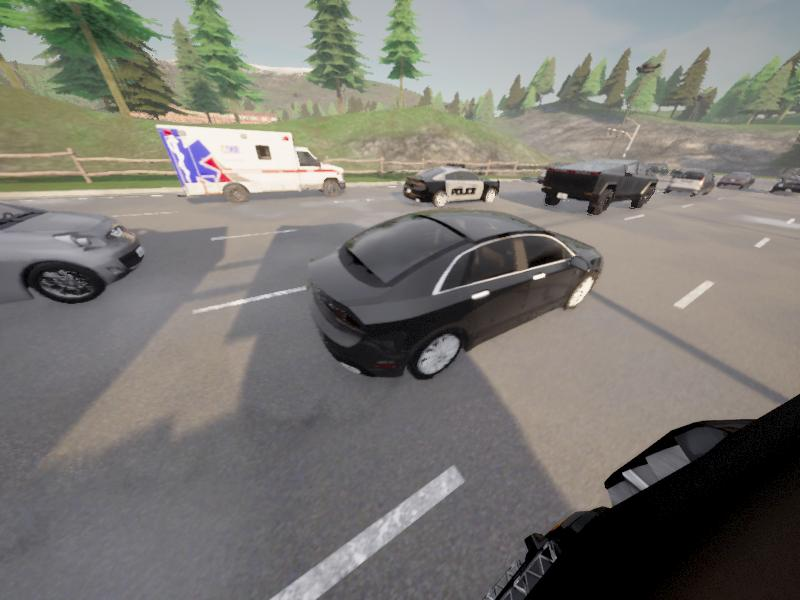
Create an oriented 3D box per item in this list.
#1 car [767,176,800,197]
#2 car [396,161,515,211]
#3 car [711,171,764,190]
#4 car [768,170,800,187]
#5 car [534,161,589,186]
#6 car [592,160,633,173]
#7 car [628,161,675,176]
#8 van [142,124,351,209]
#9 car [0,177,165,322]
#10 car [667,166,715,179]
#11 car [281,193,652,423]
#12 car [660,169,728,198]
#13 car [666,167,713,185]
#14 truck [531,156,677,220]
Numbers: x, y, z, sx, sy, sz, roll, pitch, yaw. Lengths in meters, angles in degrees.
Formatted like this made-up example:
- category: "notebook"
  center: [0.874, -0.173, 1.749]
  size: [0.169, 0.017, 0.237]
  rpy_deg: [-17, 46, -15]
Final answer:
- category: "car"
  center: [35.806, -10.335, 20.940]
  size: [4.718, 1.301, 1.895]
  rpy_deg: [-16, 38, -26]
- category: "car"
  center: [2.613, -5.474, 10.878]
  size: [5.238, 1.638, 1.930]
  rpy_deg: [-16, 38, -26]
- category: "car"
  center: [34.806, -12.342, 23.792]
  size: [5.357, 1.411, 2.033]
  rpy_deg: [-16, 38, -26]
- category: "car"
  center: [50.525, -15.181, 28.993]
  size: [1.930, 1.638, 5.238]
  rpy_deg: [16, 36, 18]
- category: "car"
  center: [13.948, -10.932, 19.945]
  size: [3.988, 1.617, 1.851]
  rpy_deg: [-16, 38, -26]
- category: "car"
  center: [35.922, -22.666, 39.268]
  size: [2.007, 1.525, 4.514]
  rpy_deg: [-16, 38, -27]
- category: "car"
  center: [40.747, -21.475, 37.590]
  size: [2.097, 1.767, 4.553]
  rpy_deg: [-3, 34, -8]
- category: "van"
  center: [-5.655, -5.672, 9.857]
  size: [6.366, 2.431, 2.351]
  rpy_deg: [-16, 38, -26]
- category: "car"
  center: [-6.167, -0.683, 3.132]
  size: [3.633, 1.501, 1.845]
  rpy_deg: [-16, 38, -26]
- category: "car"
  center: [44.579, -19.656, 35.524]
  size: [1.994, 1.385, 4.181]
  rpy_deg: [2, 34, -2]
- category: "car"
  center: [1.177, -0.527, 3.474]
  size: [4.892, 1.490, 1.837]
  rpy_deg: [-16, 38, -26]
- category: "car"
  center: [21.879, -8.721, 17.207]
  size: [3.988, 1.617, 1.851]
  rpy_deg: [-16, 38, -26]
- category: "car"
  center: [32.541, -13.990, 25.973]
  size: [5.008, 1.535, 1.882]
  rpy_deg: [-16, 38, -26]
- category: "truck"
  center: [9.631, -5.461, 10.962]
  size: [6.274, 2.098, 2.390]
  rpy_deg: [-15, 38, -25]
